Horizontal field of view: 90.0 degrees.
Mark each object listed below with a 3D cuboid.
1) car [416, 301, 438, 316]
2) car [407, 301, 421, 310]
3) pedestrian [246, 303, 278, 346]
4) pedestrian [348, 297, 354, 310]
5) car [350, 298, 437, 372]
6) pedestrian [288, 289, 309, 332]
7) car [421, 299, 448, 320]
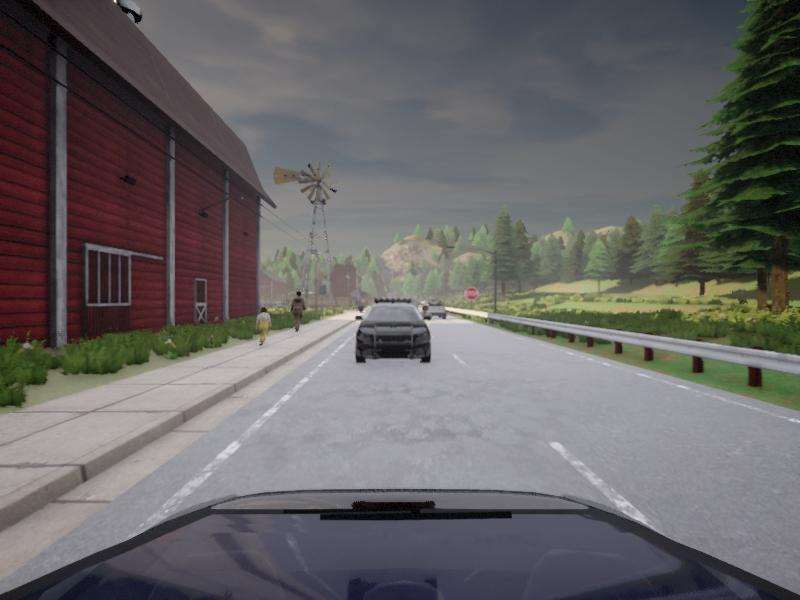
[{"bbox_3d":[2.669,0.837,40.350,1.812,1.442,4.674,0,0,-1],"label":"car"},{"bbox_3d":[2.189,0.857,62.721,1.994,1.385,4.181,0,0,-1],"label":"car"},{"bbox_3d":[-4.342,0.755,12.624,0.751,1.300,0.751,0,0,-2],"label":"pedestrian"},{"bbox_3d":[-6.931,0.440,56.570,0.751,1.860,0.751,0,0,-1],"label":"pedestrian"},{"bbox_3d":[-0.203,0.761,11.550,1.930,1.638,5.238,0,0,-1],"label":"car"},{"bbox_3d":[-4.492,0.471,17.696,0.751,1.860,0.751,0,0,0],"label":"pedestrian"},{"bbox_3d":[2.819,0.761,33.637,1.851,1.617,3.988,0,0,-1],"label":"car"}]
